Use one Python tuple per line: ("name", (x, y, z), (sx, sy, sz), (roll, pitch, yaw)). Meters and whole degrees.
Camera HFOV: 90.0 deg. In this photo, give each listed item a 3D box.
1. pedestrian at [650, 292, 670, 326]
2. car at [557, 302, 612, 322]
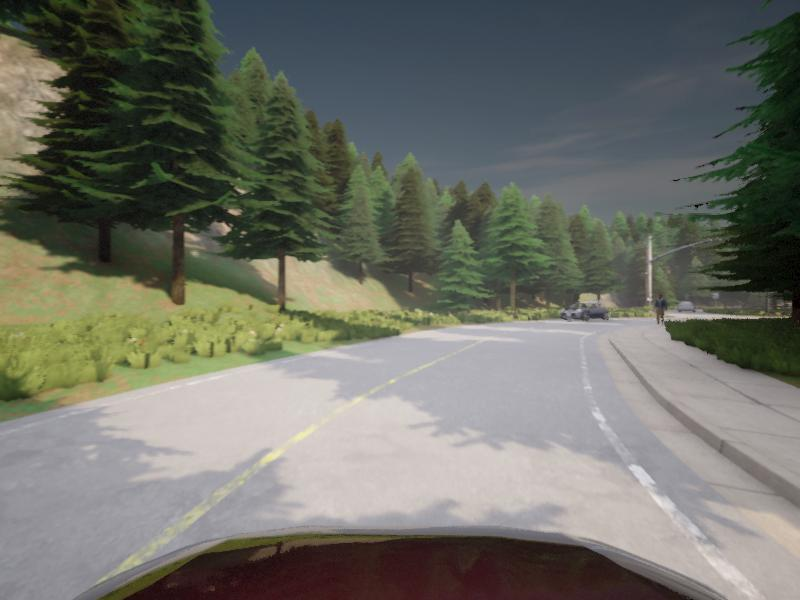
("pedestrian", (14.524, 0.494, 22.354), (0.751, 1.860, 0.751), (0, 0, -43))
("car", (13.993, 0.860, 30.379), (3.806, 1.475, 1.970), (0, 0, -31))
